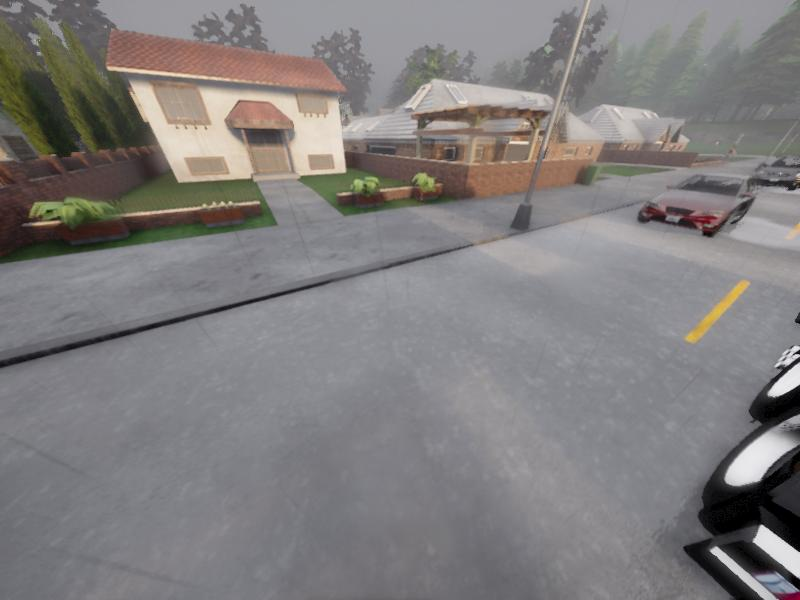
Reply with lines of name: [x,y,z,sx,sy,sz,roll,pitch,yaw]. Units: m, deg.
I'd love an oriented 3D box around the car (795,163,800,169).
car: [42.679,-14.122,23.174,4.611,1.667,2.242,-18,39,-25]

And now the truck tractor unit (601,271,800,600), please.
truck tractor unit: [5.121,-0.290,0.766,6.516,4.208,3.053,-18,39,-24]

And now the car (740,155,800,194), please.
car: [22.334,-7.385,13.387,3.988,1.617,1.851,-18,39,-24]

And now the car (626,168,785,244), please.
car: [9.645,-3.170,7.344,4.193,1.474,1.816,-18,39,-25]
